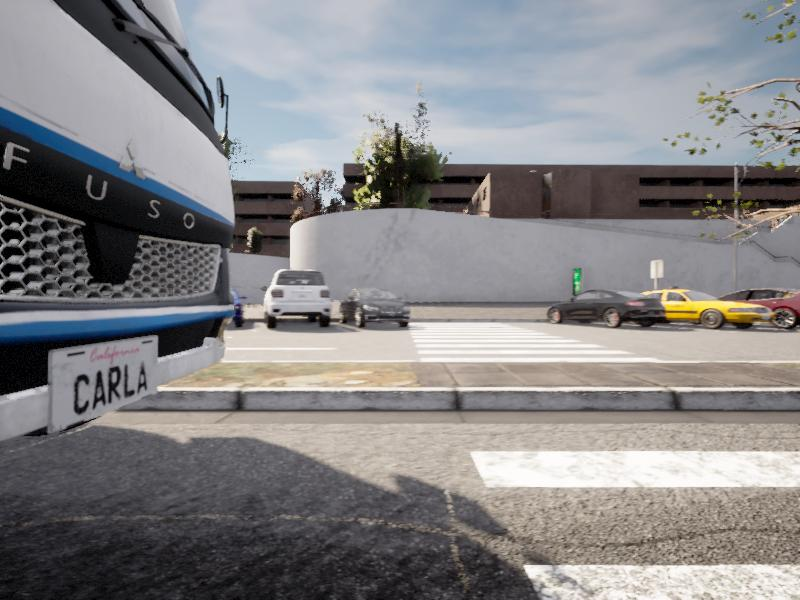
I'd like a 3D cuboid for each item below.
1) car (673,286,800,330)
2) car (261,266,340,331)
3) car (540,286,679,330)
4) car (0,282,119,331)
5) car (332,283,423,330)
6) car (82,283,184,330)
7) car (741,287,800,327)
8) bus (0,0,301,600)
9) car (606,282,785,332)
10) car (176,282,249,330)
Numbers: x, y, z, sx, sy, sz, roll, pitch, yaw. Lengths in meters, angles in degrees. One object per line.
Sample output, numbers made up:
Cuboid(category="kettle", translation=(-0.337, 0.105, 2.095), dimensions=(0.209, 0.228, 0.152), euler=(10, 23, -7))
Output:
Cuboid(category="car", translation=(13.788, 0.297, 15.609), dimensions=(2.163, 1.488, 4.792), euler=(0, -1, -20))
Cuboid(category="car", translation=(-4.107, -0.014, 15.623), dimensions=(2.435, 2.045, 5.566), euler=(0, -1, -20))
Cuboid(category="car", translation=(7.835, 0.287, 15.582), dimensions=(2.002, 1.452, 4.674), euler=(0, -1, -20))
Cuboid(category="car", translation=(-13.104, 0.253, 15.774), dimensions=(1.946, 1.575, 5.366), euler=(0, -1, -20))
Cuboid(category="car", translation=(-1.105, 0.238, 15.602), dimensions=(2.231, 1.521, 4.892), euler=(1, -1, -20))
Cuboid(category="car", translation=(-10.056, 0.248, 15.591), dimensions=(2.231, 1.521, 4.892), euler=(0, -1, -20))
Cuboid(category="car", translation=(16.850, 0.273, 15.408), dimensions=(1.946, 1.575, 5.366), euler=(1, -1, -20))
Cuboid(category="bus", translation=(-6.085, -1.129, 1.822), dimensions=(10.273, 4.253, 3.944), euler=(0, 0, 0))
Cuboid(category="car", translation=(10.884, 0.250, 15.412), dimensions=(1.946, 1.575, 5.366), euler=(1, -1, -20))
Cuboid(category="car", translation=(-7.071, 0.241, 15.602), dimensions=(2.097, 1.535, 5.008), euler=(0, -1, -20))
